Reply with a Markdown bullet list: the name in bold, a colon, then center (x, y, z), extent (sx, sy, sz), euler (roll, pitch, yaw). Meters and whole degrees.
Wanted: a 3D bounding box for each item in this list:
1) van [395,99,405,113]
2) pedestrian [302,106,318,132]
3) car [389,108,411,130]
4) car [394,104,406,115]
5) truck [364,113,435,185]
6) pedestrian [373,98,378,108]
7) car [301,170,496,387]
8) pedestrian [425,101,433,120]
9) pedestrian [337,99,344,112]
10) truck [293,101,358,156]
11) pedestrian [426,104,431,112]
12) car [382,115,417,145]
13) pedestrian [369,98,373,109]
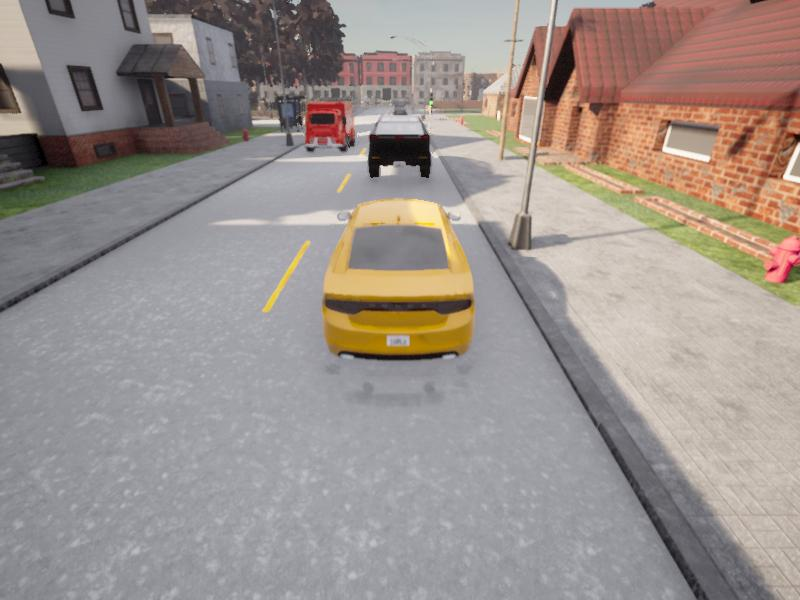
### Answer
- **van**: center (0.008, -32.851, 67.806), extent (1.775, 1.987, 4.442), euler (0, 28, 0)
- **pedestrian**: center (-7.060, -14.237, 31.467), extent (0.751, 1.860, 0.751), euler (8, 29, 15)
- **car**: center (-0.007, -16.712, 36.786), extent (1.851, 1.617, 3.988), euler (0, 28, 0)
- **car**: center (-0.001, -29.131, 61.061), extent (1.895, 1.301, 4.718), euler (0, 28, 0)
- **truck**: center (-0.013, -6.533, 16.728), extent (2.390, 2.098, 6.274), euler (0, 28, 0)
- **pedestrian**: center (-4.946, -40.161, 81.438), extent (0.751, 1.860, 0.751), euler (2, 28, 4)
- **car**: center (-0.016, -0.849, 6.432), extent (1.882, 1.535, 5.008), euler (0, 28, 0)
- **pedestrian**: center (3.332, -21.687, 45.776), extent (0.751, 1.860, 0.751), euler (0, 28, 0)
- **pedestrian**: center (-9.215, -30.157, 62.025), extent (0.751, 1.860, 0.751), euler (1, 28, 1)
- **truck**: center (-3.995, -9.902, 22.786), extent (2.627, 2.467, 5.204), euler (0, 28, 0)
- **pedestrian**: center (4.571, -30.831, 64.137), extent (0.500, 1.100, 0.500), euler (15, 31, 26)
- **car**: center (-0.010, -11.557, 27.002), extent (2.128, 1.511, 4.902), euler (0, 28, 0)
- **pedestrian**: center (-5.633, -38.485, 78.223), extent (0.751, 1.860, 0.751), euler (0, 28, -1)
